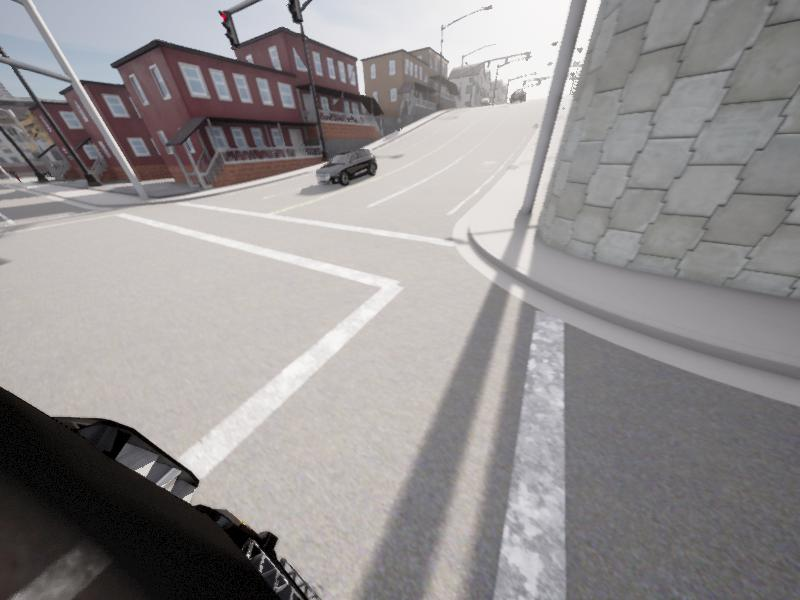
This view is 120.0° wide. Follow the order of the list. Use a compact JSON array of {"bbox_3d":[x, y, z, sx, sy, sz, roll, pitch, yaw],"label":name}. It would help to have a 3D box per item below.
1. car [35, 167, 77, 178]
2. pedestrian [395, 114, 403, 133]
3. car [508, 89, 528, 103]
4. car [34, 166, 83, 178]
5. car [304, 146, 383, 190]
[{"bbox_3d":[-62.132,-23.106,41.785,1.789,1.549,3.705,16,38,26],"label":"car"},{"bbox_3d":[-0.133,-22.530,29.587,0.751,1.860,0.751,15,38,25],"label":"pedestrian"},{"bbox_3d":[19.961,-34.315,38.979,2.128,1.511,4.902,16,42,26],"label":"car"},{"bbox_3d":[-64.759,-24.352,43.892,1.837,1.490,4.892,16,39,26],"label":"car"},{"bbox_3d":[-3.366,-8.668,14.943,2.033,1.649,4.856,16,43,26],"label":"car"}]
